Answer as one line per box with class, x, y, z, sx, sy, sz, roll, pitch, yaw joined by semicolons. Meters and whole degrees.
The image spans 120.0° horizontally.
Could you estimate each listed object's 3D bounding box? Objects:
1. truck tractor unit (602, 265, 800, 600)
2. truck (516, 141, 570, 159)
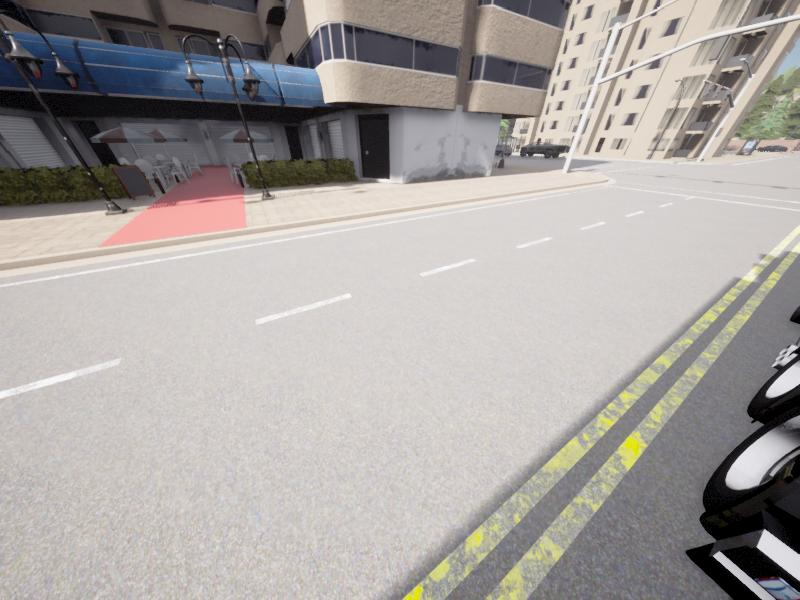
truck tractor unit;5.110;-0.301;0.780;6.516;4.208;3.053;-18;39;-24
truck;21.507;-22.887;35.177;2.390;2.098;6.274;-18;39;-25
